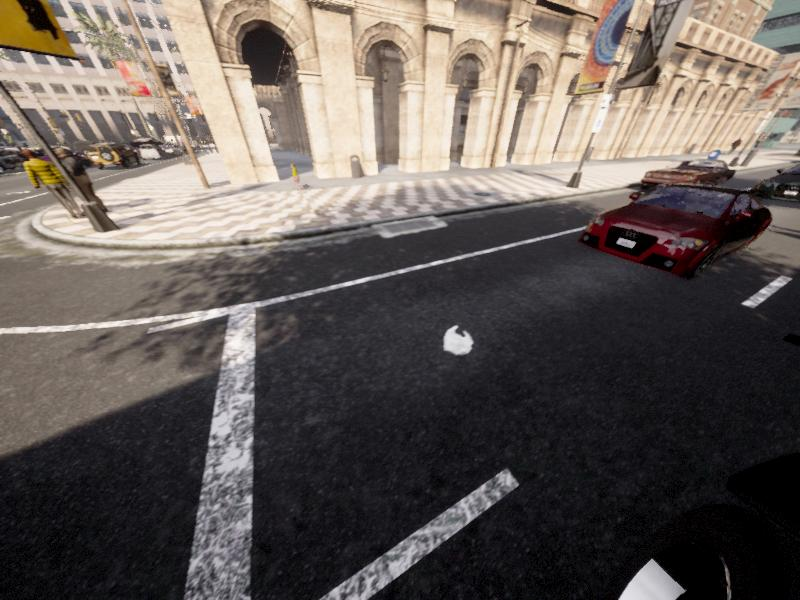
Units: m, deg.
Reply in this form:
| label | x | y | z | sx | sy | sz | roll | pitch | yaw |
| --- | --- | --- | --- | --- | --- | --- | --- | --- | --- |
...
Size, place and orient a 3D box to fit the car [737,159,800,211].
| label | x | y | z | sx | sy | sz | roll | pitch | yaw |
| --- | --- | --- | --- | --- | --- | --- | --- | --- | --- |
| car | 16.059 | -4.564 | 9.042 | 4.181 | 1.385 | 1.994 | -16 | 38 | -21 |

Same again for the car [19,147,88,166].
| label | x | y | z | sx | sy | sz | roll | pitch | yaw |
| --- | --- | --- | --- | --- | --- | --- | --- | --- | --- |
| car | -34.370 | -14.440 | 23.155 | 1.994 | 1.385 | 4.181 | -15 | 38 | -20 |

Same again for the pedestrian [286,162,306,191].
| label | x | y | z | sx | sy | sz | roll | pitch | yaw |
| --- | --- | --- | --- | --- | --- | --- | --- | --- | --- |
| pedestrian | -4.711 | -5.602 | 10.522 | 0.500 | 1.100 | 0.500 | -7 | 36 | -9 |

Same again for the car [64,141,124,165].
| label | x | y | z | sx | sy | sz | roll | pitch | yaw |
| --- | --- | --- | --- | --- | --- | --- | --- | --- | --- |
| car | -30.744 | -14.967 | 23.430 | 1.905 | 1.878 | 3.866 | -16 | 38 | -21 |

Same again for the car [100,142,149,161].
| label | x | y | z | sx | sy | sz | roll | pitch | yaw |
| --- | --- | --- | --- | --- | --- | --- | --- | --- | --- |
| car | -33.733 | -18.406 | 28.495 | 1.930 | 1.638 | 5.238 | -15 | 38 | -20 |

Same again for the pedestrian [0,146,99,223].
| label | x | y | z | sx | sy | sz | roll | pitch | yaw |
| --- | --- | --- | --- | --- | --- | --- | --- | --- | --- |
| pedestrian | -10.029 | -3.333 | 6.697 | 0.751 | 1.860 | 0.751 | -27 | 43 | -32 |

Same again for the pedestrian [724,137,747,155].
| label | x | y | z | sx | sy | sz | roll | pitch | yaw |
| --- | --- | --- | --- | --- | --- | --- | --- | --- | --- |
| pedestrian | 41.355 | -18.981 | 28.480 | 0.751 | 1.860 | 0.751 | -18 | 39 | -24 |

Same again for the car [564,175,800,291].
| label | x | y | z | sx | sy | sz | roll | pitch | yaw |
| --- | --- | --- | --- | --- | --- | --- | --- | --- | --- |
| car | 6.260 | -1.779 | 5.170 | 4.181 | 1.385 | 1.994 | -16 | 38 | -21 |

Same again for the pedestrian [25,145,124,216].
| label | x | y | z | sx | sy | sz | roll | pitch | yaw |
| --- | --- | --- | --- | --- | --- | --- | --- | --- | --- |
| pedestrian | -10.008 | -3.715 | 7.235 | 0.751 | 1.860 | 0.751 | -11 | 37 | -14 |

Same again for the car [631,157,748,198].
| label | x | y | z | sx | sy | sz | roll | pitch | yaw |
| --- | --- | --- | --- | --- | --- | --- | --- | --- | --- |
| car | 13.939 | -6.030 | 11.168 | 4.718 | 1.301 | 1.895 | -16 | 38 | -21 |

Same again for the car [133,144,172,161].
| label | x | y | z | sx | sy | sz | roll | pitch | yaw |
| --- | --- | --- | --- | --- | --- | --- | --- | --- | --- |
| car | -29.073 | -17.486 | 27.277 | 1.845 | 1.501 | 3.633 | -16 | 38 | -21 |

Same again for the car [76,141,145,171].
| label | x | y | z | sx | sy | sz | roll | pitch | yaw |
| --- | --- | --- | --- | --- | --- | --- | --- | --- | --- |
| car | -24.962 | -12.697 | 20.230 | 1.932 | 1.855 | 4.605 | -16 | 39 | -21 |

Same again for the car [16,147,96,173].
| label | x | y | z | sx | sy | sz | roll | pitch | yaw |
| --- | --- | --- | --- | --- | --- | --- | --- | --- | --- |
| car | -28.161 | -11.700 | 19.182 | 1.816 | 1.474 | 4.193 | -16 | 38 | -21 |

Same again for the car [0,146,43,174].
| label | x | y | z | sx | sy | sz | roll | pitch | yaw |
| --- | --- | --- | --- | --- | --- | --- | --- | --- | --- |
| car | -31.147 | -10.662 | 17.592 | 1.930 | 1.638 | 5.238 | -16 | 38 | -21 |
